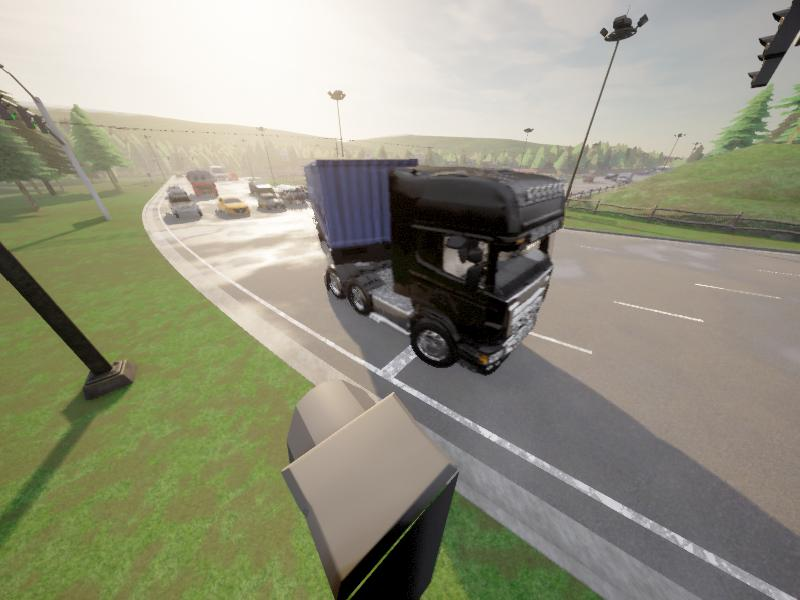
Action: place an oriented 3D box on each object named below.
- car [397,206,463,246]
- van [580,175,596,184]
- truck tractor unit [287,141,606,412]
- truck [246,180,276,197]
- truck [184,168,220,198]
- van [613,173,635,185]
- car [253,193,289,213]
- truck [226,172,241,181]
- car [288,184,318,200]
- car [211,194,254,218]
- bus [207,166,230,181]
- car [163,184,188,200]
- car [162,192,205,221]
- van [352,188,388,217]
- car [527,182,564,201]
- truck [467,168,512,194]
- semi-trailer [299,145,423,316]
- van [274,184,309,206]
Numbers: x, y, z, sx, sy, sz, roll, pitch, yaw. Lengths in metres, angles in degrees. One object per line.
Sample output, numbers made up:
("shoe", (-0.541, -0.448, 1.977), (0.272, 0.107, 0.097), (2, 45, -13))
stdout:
("car", (1.725, -5.202, 15.622), (2.033, 1.411, 5.357), (-11, 32, -19))
("van", (51.416, -32.947, 63.083), (4.442, 1.987, 1.775), (-23, 37, -34))
("truck tractor unit", (0.267, -1.421, 6.233), (3.053, 4.208, 6.516), (-26, 39, -37))
("truck", (-22.458, -18.024, 37.126), (2.390, 2.098, 6.274), (-23, 37, -34))
("truck", (-31.334, -18.654, 36.489), (2.891, 3.827, 8.468), (-22, 37, -33))
("van", (58.056, -31.361, 59.887), (6.366, 2.431, 2.351), (-23, 37, -34))
("car", (-13.822, -10.447, 24.626), (4.193, 1.474, 1.816), (26, 39, 38))
("truck", (-54.682, -40.570, 75.802), (2.627, 2.467, 5.204), (-22, 37, -33))
("car", (-14.200, -15.763, 33.640), (2.242, 1.667, 4.611), (-24, 38, -35))
("car", (-16.356, -9.256, 22.500), (5.008, 1.535, 1.882), (26, 39, 37))
("bus", (-60.479, -42.213, 76.860), (3.944, 4.253, 10.273), (-22, 37, -33))
("car", (-33.189, -16.078, 34.231), (2.152, 1.651, 5.027), (-22, 37, -33))
("car", (-19.877, -8.682, 21.170), (1.932, 1.855, 4.605), (-26, 39, -38))
("van", (-2.847, -9.791, 22.926), (2.069, 2.038, 4.480), (6, 30, 11))
("car", (20.695, -15.501, 32.806), (5.566, 2.045, 2.150), (-23, 37, -34))
("truck", (15.812, -21.077, 40.692), (8.468, 3.827, 2.891), (-23, 37, -34))
("semi-trailer", (-3.268, -4.993, 12.212), (2.717, 4.402, 14.254), (-12, 32, -18))
("van", (-13.367, -12.943, 28.379), (2.069, 2.038, 4.480), (-25, 39, -37))
